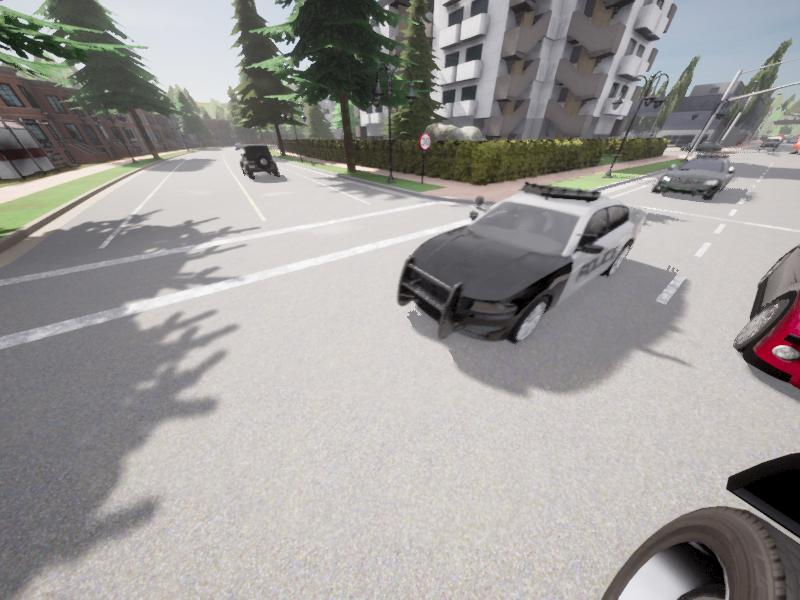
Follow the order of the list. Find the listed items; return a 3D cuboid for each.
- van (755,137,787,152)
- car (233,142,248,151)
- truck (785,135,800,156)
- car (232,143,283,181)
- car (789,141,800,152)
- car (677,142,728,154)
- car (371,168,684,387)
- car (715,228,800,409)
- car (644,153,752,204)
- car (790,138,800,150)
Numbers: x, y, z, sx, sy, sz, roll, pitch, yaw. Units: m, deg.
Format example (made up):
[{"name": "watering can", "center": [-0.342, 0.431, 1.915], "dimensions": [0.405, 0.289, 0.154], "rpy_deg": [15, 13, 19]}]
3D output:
[{"name": "van", "center": [63.733, -26.777, 39.726], "dimensions": [4.480, 2.038, 2.069], "rpy_deg": [-23, 41, -28]}, {"name": "car", "center": [-35.948, -34.658, 52.077], "dimensions": [2.033, 1.411, 5.357], "rpy_deg": [-15, 38, -20]}, {"name": "truck", "center": [56.592, -21.002, 31.197], "dimensions": [2.627, 2.467, 5.204], "rpy_deg": [23, 41, 29]}, {"name": "car", "center": [-9.787, -9.538, 15.815], "dimensions": [1.905, 1.878, 3.866], "rpy_deg": [-23, 41, -28]}, {"name": "car", "center": [67.724, -25.730, 38.697], "dimensions": [4.792, 1.488, 2.163], "rpy_deg": [-23, 41, -28]}, {"name": "car", "center": [48.257, -24.376, 36.935], "dimensions": [1.812, 1.442, 4.674], "rpy_deg": [-25, 42, -31]}, {"name": "car", "center": [2.337, -1.048, 3.962], "dimensions": [5.238, 1.638, 1.930], "rpy_deg": [-23, 41, -28]}, {"name": "car", "center": [5.839, 0.058, 2.531], "dimensions": [3.806, 1.475, 1.970], "rpy_deg": [-22, 41, -28]}, {"name": "car", "center": [13.851, -5.798, 10.725], "dimensions": [4.974, 1.542, 2.038], "rpy_deg": [-23, 41, -29]}, {"name": "car", "center": [79.353, -30.700, 45.403], "dimensions": [4.553, 1.767, 2.097], "rpy_deg": [-23, 41, -28]}]
